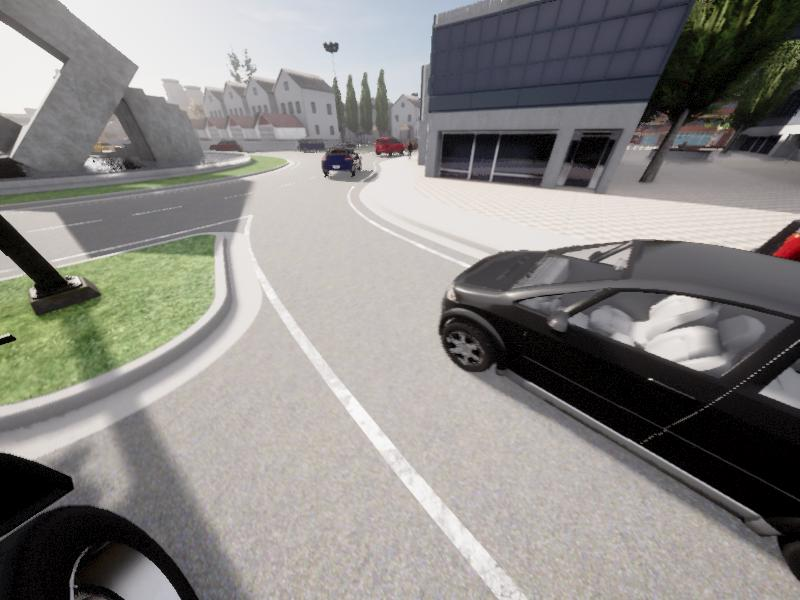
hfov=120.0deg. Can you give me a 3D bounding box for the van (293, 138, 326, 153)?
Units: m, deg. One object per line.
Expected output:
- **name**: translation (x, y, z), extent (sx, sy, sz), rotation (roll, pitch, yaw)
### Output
- **van**: translation (-14.831, -25.477, 38.032), extent (4.442, 1.987, 1.775), rotation (-25, 42, -31)

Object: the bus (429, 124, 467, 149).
- **bus**: translation (11.040, -37.274, 52.774), extent (3.944, 4.253, 10.273), rotation (22, 40, 28)

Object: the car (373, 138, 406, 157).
- **car**: translation (-1.325, -21.271, 32.099), extent (2.150, 2.045, 5.566), rotation (16, 39, 21)

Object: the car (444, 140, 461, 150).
- **car**: translation (11.079, -32.510, 48.362), extent (1.851, 1.617, 3.988), rotation (22, 41, 27)

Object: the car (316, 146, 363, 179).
- **car**: translation (-4.115, -10.032, 16.611), extent (2.152, 1.651, 5.027), rotation (-1, 35, -1)

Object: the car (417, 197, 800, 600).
- **car**: translation (2.185, 0.340, 2.075), extent (3.705, 1.549, 1.789), rotation (29, 45, 34)

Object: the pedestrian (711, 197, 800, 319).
- **pedestrian**: translation (5.577, -0.785, 3.103), extent (0.751, 1.860, 0.751), rotation (-17, 39, -23)

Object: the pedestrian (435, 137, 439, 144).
- **pedestrian**: translation (12.848, -55.648, 80.458), extent (0.751, 1.860, 0.751), rotation (25, 42, 30)

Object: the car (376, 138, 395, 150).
- **car**: translation (-3.041, -32.626, 48.232), extent (1.905, 1.878, 3.866), rotation (23, 41, 28)

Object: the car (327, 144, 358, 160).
- **car**: translation (-6.912, -18.145, 28.257), extent (1.994, 1.385, 4.181), rotation (7, 36, 10)

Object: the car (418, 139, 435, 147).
- **car**: translation (6.984, -40.828, 60.044), extent (1.930, 1.638, 5.238), rotation (22, 41, 28)

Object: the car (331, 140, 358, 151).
- **car**: translation (-10.730, -30.179, 44.945), extent (2.242, 1.667, 4.611), rotation (27, 43, 32)

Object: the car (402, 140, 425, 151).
- **car**: translation (2.619, -28.951, 43.260), extent (2.242, 1.667, 4.611), rotation (21, 40, 27)

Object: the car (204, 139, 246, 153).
- **car**: translation (-27.633, -24.398, 36.632), extent (4.553, 1.767, 2.097), rotation (-7, 36, -9)

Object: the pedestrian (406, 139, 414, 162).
- **pedestrian**: translation (0.959, -14.875, 22.952), extent (0.751, 1.860, 0.751), rotation (2, 35, 3)
